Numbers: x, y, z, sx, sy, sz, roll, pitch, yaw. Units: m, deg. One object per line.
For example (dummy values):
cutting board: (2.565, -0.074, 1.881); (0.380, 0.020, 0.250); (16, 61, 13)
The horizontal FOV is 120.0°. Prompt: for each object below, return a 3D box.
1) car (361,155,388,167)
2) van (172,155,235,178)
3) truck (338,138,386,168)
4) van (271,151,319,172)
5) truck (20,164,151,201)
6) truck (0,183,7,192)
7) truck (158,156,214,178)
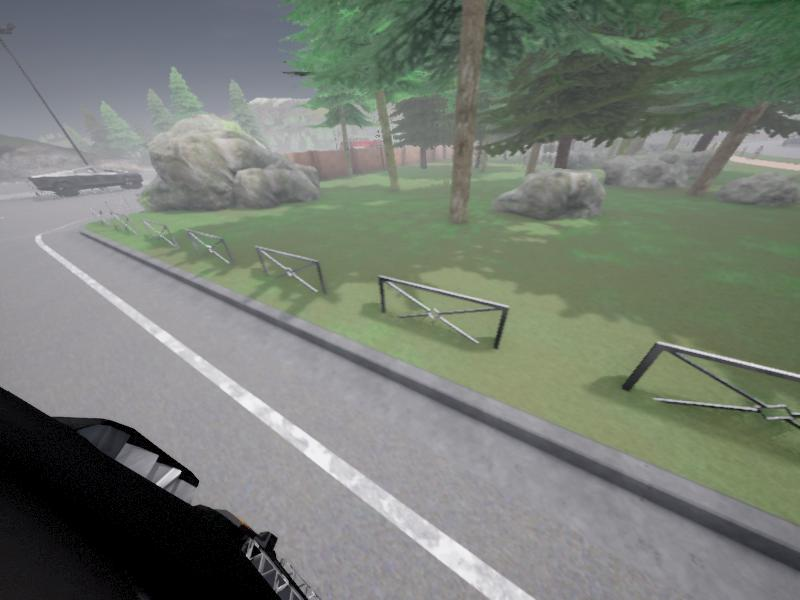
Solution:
car: (-3.939, -21.875, 36.387); (1.994, 1.385, 4.181); (15, 38, 25)
van: (-29.307, -20.205, 34.835); (2.351, 2.431, 6.366); (15, 38, 25)
truck: (-6.043, -24.746, 38.653); (2.891, 3.827, 8.468); (15, 38, 25)
van: (-16.155, -21.743, 36.156); (2.351, 2.431, 6.366); (15, 38, 25)
truck: (-27.064, -10.533, 20.369); (2.390, 2.098, 6.274); (15, 38, 25)
truck: (-48.302, -12.748, 24.986); (2.627, 2.467, 5.204); (16, 38, 26)
truck: (-32.801, -20.609, 35.672); (2.627, 2.467, 5.204); (15, 38, 25)
